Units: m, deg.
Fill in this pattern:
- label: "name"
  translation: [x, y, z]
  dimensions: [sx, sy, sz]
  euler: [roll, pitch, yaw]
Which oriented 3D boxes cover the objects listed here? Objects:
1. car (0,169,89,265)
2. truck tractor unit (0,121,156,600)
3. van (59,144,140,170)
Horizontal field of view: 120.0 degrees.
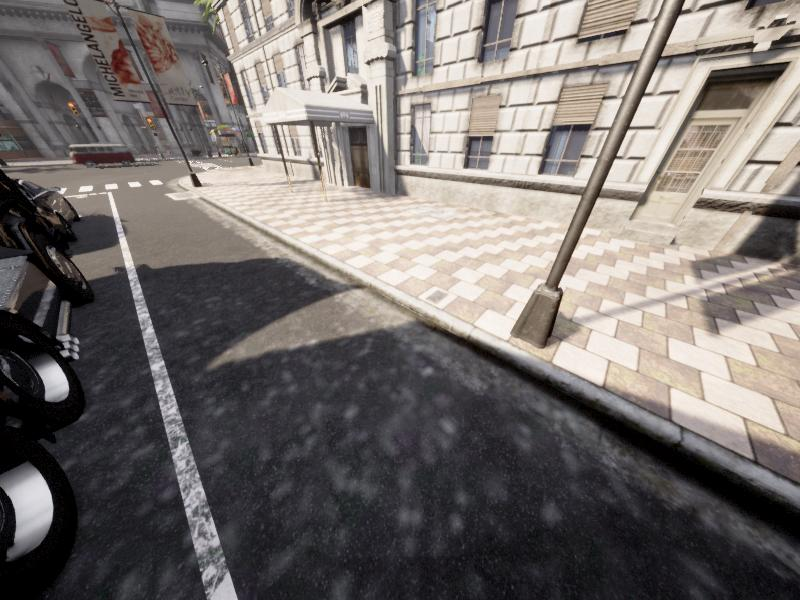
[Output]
- label: "car"
  translation: [-10.634, -2.442, 6.257]
  dimensions: [4.902, 1.511, 2.128]
  euler: [28, 44, 34]
- label: "truck tractor unit"
  translation: [-4.849, -0.504, 1.069]
  dimensions: [6.516, 4.208, 3.053]
  euler: [28, 44, 34]
- label: "van"
  translation: [-29.998, -14.514, 23.308]
  dimensions: [1.775, 1.987, 4.442]
  euler: [28, 44, 34]
